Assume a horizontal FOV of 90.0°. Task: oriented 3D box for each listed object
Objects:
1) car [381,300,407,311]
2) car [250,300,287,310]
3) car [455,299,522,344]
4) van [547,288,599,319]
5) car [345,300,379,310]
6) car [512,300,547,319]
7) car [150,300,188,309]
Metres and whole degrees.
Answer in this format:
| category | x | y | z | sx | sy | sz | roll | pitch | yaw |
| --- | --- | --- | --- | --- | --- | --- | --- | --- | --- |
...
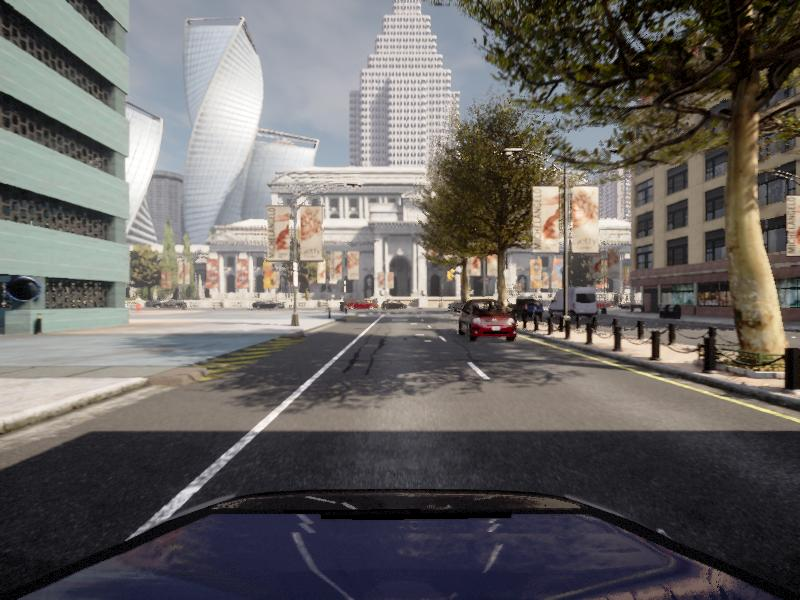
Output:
| category | x | y | z | sx | sy | sz | roll | pitch | yaw |
| --- | --- | --- | --- | --- | --- | --- | --- | --- | --- |
| car | -0.801 | 0.794 | 57.822 | 3.705 | 1.549 | 1.789 | 0 | 0 | 0 |
| car | -20.113 | 0.815 | 61.393 | 4.902 | 1.511 | 2.128 | 0 | 0 | 0 |
| car | 3.497 | 0.782 | 16.546 | 1.851 | 1.617 | 3.988 | 0 | 0 | 0 |
| van | 15.000 | 0.308 | 35.149 | 1.988 | 2.561 | 5.915 | 0 | 0 | 0 |
| car | -5.839 | 0.802 | 61.344 | 5.008 | 1.535 | 1.882 | 0 | 0 | 0 |
| car | 11.498 | 0.775 | 35.915 | 1.851 | 1.617 | 3.988 | 0 | 0 | 0 |
| car | -39.390 | 0.748 | 68.315 | 5.238 | 1.638 | 1.930 | 0 | 0 | -7 |
